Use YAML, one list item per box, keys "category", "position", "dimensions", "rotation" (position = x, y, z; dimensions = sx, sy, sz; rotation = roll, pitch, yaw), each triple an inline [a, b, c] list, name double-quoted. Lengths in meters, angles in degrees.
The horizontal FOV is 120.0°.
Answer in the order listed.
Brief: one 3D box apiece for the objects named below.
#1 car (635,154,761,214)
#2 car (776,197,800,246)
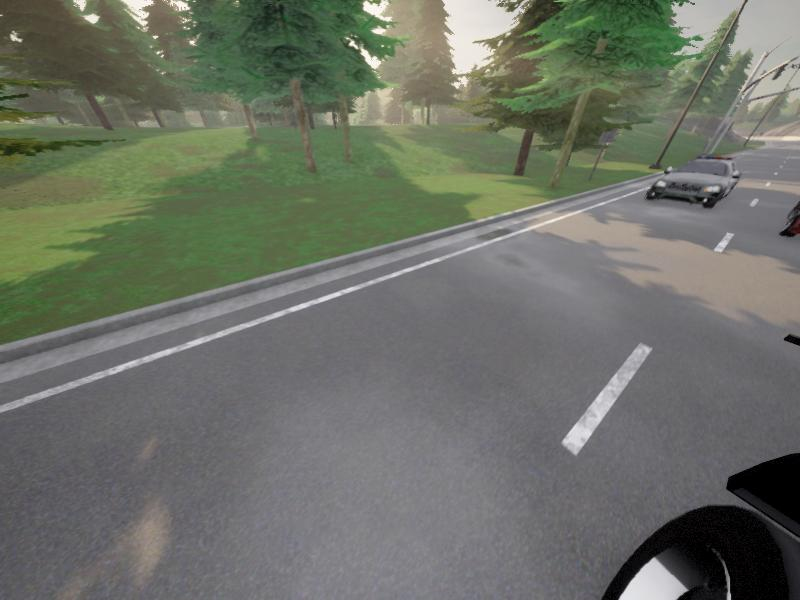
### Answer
- category: "car"
  position: [12.210, -4.933, 9.444]
  dimensions: [4.974, 1.542, 2.038]
  rotation: [-22, 41, -28]
- category: "car"
  position: [11.981, -2.308, 5.869]
  dimensions: [4.181, 1.385, 1.994]
  rotation: [-22, 41, -28]
